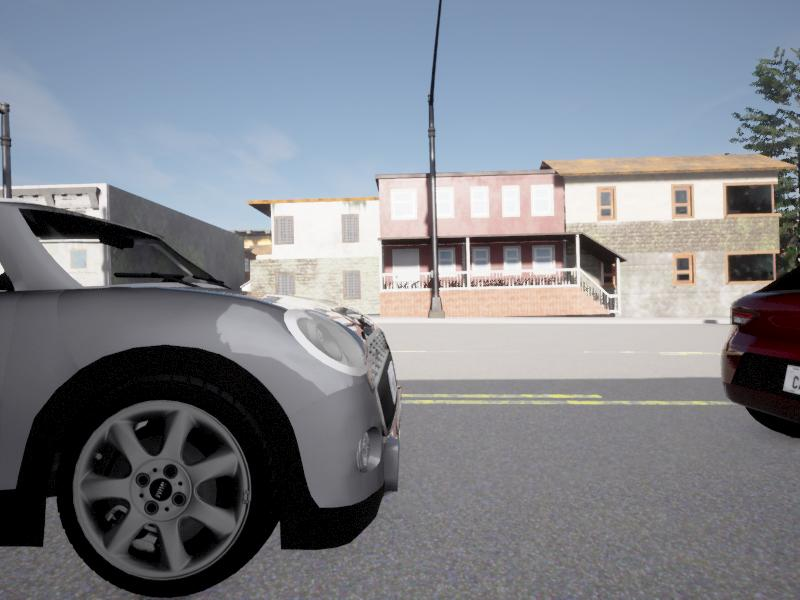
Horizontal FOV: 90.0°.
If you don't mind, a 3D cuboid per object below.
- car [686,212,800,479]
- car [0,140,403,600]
[{"bbox_3d":[4.307,0.260,2.168,4.193,1.474,1.816,0,0,1],"label":"car"},{"bbox_3d":[-1.899,0.258,2.237,3.806,1.475,1.970,0,0,1],"label":"car"}]
